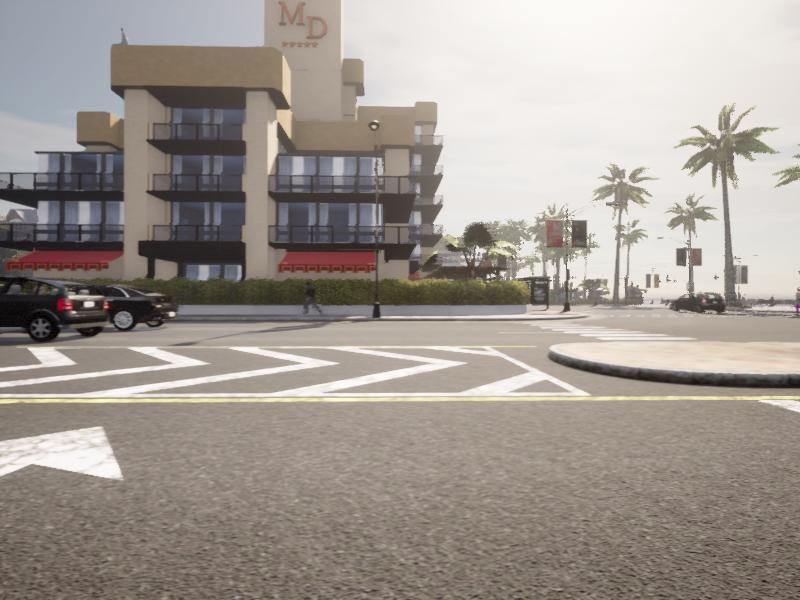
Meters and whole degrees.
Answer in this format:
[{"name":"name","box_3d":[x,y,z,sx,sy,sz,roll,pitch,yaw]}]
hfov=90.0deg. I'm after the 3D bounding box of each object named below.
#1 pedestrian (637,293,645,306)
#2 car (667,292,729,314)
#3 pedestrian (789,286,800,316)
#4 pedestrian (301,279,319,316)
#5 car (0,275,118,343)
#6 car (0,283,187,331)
[{"name":"pedestrian","box_3d":[35.080,-0.064,58.288,0.751,1.860,0.751,0,0,0]},{"name":"car","box_3d":[23.383,0.222,31.595,1.851,1.617,3.988,0,0,0]},{"name":"pedestrian","box_3d":[25.036,0.073,25.028,0.751,1.860,0.751,0,0,-14]},{"name":"pedestrian","box_3d":[-4.688,-0.123,20.830,0.751,1.860,0.751,0,0,-1]},{"name":"car","box_3d":[-9.552,0.200,9.997,3.705,1.549,1.789,0,0,-1]},{"name":"car","box_3d":[-10.123,0.229,13.485,4.892,1.490,1.837,0,0,-1]}]
